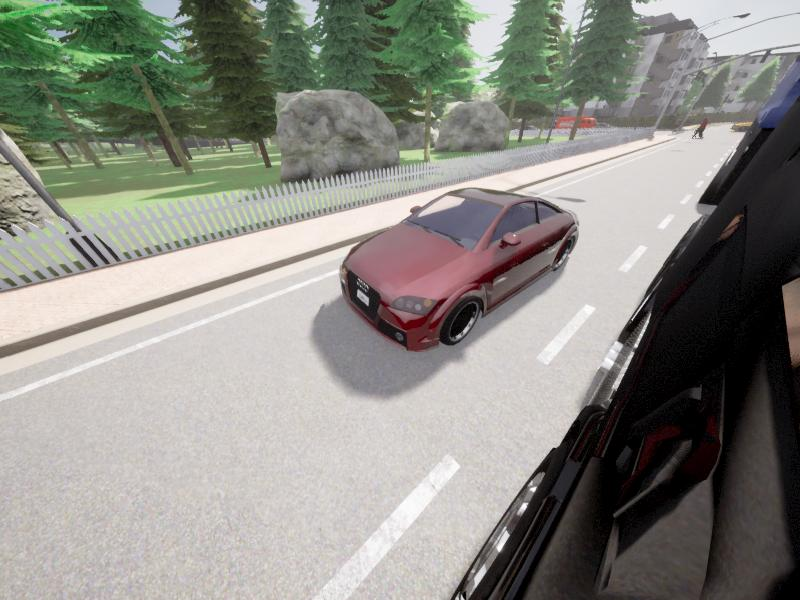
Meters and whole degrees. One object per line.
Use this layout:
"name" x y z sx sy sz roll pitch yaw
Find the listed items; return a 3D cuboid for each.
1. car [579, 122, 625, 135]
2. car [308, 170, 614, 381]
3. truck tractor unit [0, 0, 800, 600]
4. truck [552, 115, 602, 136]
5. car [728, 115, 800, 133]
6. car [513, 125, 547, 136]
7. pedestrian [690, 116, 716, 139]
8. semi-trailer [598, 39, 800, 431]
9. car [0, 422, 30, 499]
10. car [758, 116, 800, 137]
"car" 31.963 -27.230 36.723 2.128 1.511 4.902 -26 43 -28
"car" 1.113 -0.949 3.699 4.181 1.385 1.994 -26 43 -28
"truck tractor unit" 2.645 -0.295 0.351 6.516 4.208 3.053 -28 44 -30
"truck" 27.676 -27.363 36.373 2.627 2.467 5.204 -26 43 -28
"car" 44.544 -21.329 27.989 1.801 1.575 5.366 -26 43 -28
"car" 23.189 -30.321 41.421 1.837 1.490 4.892 -26 43 -28
"pedestrian" 30.970 -17.644 23.654 0.751 1.860 0.751 22 43 29
"semi-trailer" 8.707 -3.601 4.214 14.254 4.402 2.717 -28 44 -30
"car" -4.470 1.841 0.128 3.988 1.617 1.851 -27 43 -29
"car" 39.284 -17.051 22.608 5.366 1.575 1.801 -7 37 -6
